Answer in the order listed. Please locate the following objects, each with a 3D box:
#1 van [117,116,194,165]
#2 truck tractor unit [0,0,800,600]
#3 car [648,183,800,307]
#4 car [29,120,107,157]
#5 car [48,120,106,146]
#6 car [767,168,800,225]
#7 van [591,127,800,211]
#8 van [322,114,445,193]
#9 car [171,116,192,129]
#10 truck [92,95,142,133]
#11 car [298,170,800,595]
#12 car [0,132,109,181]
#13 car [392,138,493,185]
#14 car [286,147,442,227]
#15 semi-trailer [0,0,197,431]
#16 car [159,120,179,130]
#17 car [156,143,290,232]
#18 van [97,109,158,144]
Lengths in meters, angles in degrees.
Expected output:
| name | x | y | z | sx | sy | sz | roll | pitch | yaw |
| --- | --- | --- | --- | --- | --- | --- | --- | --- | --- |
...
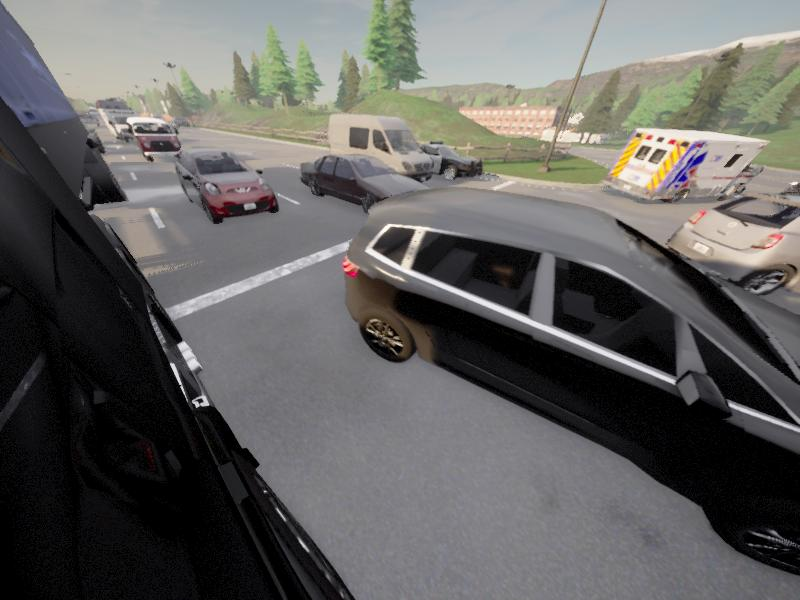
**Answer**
| name | x | y | z | sx | sy | sz | roll | pitch | yaw |
| --- | --- | --- | --- | --- | --- | --- | --- | --- | --- |
| van | -14.416 | -9.449 | 13.612 | 4.480 | 2.038 | 2.069 | 32 | 46 | 33 |
| truck tractor unit | -2.645 | -0.295 | 0.351 | 6.516 | 4.208 | 3.053 | 28 | 44 | 30 |
| car | 7.559 | -0.948 | 4.112 | 3.633 | 1.501 | 1.845 | 7 | 37 | 6 |
| car | -21.352 | -10.648 | 15.117 | 5.027 | 1.651 | 2.152 | 32 | 46 | 33 |
| car | -26.635 | -13.883 | 19.203 | 4.792 | 1.488 | 2.163 | 32 | 46 | 33 |
| car | 16.183 | -3.850 | 8.641 | 5.357 | 1.411 | 2.033 | -24 | 45 | -31 |
| van | 12.586 | -5.722 | 10.076 | 6.366 | 2.431 | 2.351 | -7 | 45 | -13 |
| van | -1.063 | -7.242 | 11.106 | 5.915 | 2.561 | 1.988 | 32 | 46 | 33 |
| car | -49.634 | -40.259 | 52.386 | 5.566 | 2.045 | 2.150 | 32 | 46 | 33 |
| truck | -40.707 | -26.565 | 33.239 | 8.468 | 3.827 | 2.891 | 32 | 46 | 33 |
| car | 1.626 | -0.001 | 2.363 | 4.611 | 1.667 | 2.242 | 22 | 41 | 24 |
| car | -14.963 | -6.524 | 10.278 | 4.181 | 1.385 | 1.994 | 32 | 45 | 33 |
| car | 2.097 | -7.910 | 12.945 | 5.238 | 1.638 | 1.930 | 30 | 45 | 32 |
| car | -1.469 | -4.131 | 7.893 | 5.357 | 1.411 | 2.033 | 31 | 45 | 32 |
| semi-trailer | -8.433 | -3.781 | 4.462 | 14.254 | 4.402 | 2.717 | 31 | 45 | 32 |
| car | -45.157 | -34.282 | 45.187 | 3.806 | 1.475 | 1.970 | 32 | 46 | 33 |
| car | -5.062 | -3.422 | 6.605 | 3.633 | 1.501 | 1.845 | 32 | 46 | 33 |
| van | -26.495 | -16.895 | 22.433 | 6.366 | 2.431 | 2.351 | 29 | 44 | 30 |
